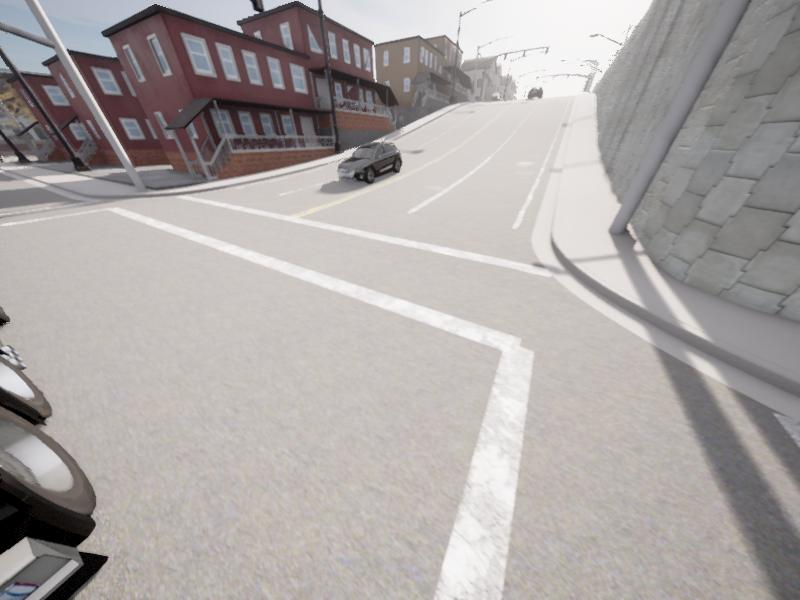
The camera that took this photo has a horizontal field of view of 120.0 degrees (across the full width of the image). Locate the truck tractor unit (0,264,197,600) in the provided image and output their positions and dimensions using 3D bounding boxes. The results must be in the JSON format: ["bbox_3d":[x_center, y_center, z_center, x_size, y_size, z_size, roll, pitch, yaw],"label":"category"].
[{"bbox_3d":[-5.112,-0.300,0.781,6.516,4.208,3.053,18,39,24],"label":"truck tractor unit"}]

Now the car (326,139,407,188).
[{"bbox_3d":[-1.651,-8.091,13.450,2.033,1.649,4.856,18,44,24],"label":"car"}]
